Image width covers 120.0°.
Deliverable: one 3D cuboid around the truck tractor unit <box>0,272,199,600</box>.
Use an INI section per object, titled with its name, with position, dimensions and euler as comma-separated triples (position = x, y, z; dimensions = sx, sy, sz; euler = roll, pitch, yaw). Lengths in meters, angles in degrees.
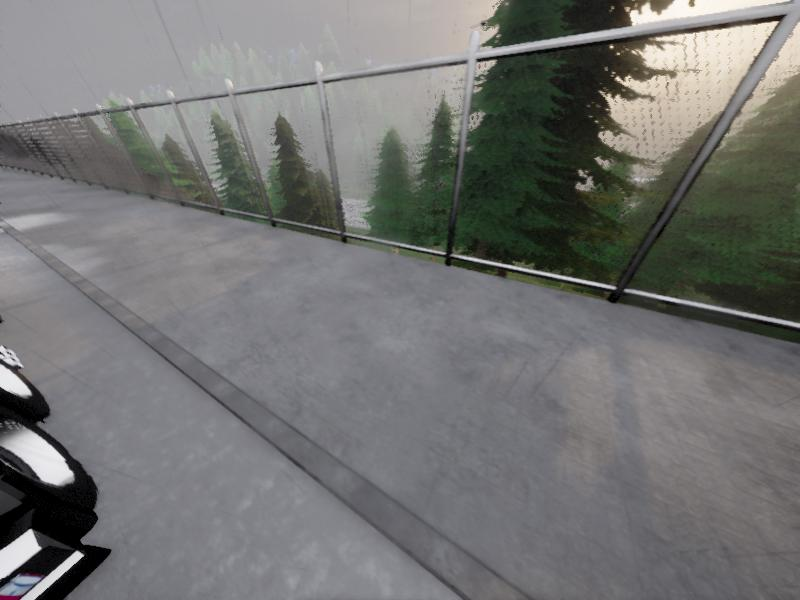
[truck tractor unit]
position = -5.129, -0.282, 0.756
dimensions = 6.516, 4.208, 3.053
euler = 18, 39, 23
